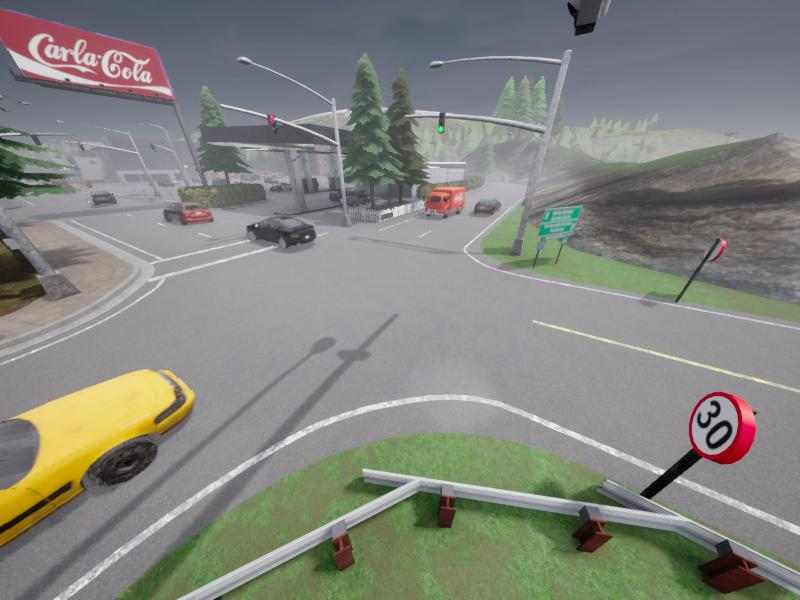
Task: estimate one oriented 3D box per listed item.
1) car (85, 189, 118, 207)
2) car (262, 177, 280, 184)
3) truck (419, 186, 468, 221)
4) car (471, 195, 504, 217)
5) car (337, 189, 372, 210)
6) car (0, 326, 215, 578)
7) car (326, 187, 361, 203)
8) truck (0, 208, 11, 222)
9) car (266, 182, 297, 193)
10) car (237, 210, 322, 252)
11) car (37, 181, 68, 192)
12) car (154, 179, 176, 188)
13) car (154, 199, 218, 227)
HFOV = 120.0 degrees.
[{"bbox_3d":[-37.435,-12.869,29.050,4.514,1.525,2.007,25,38,36],"label":"car"},{"bbox_3d":[-35.476,-32.774,63.464,4.514,1.523,2.007,16,34,26],"label":"car"},{"bbox_3d":[4.437,-9.731,22.981,2.627,2.467,5.204,19,35,29],"label":"truck"},{"bbox_3d":[9.417,-10.126,24.658,2.163,1.488,4.792,17,34,26],"label":"car"},{"bbox_3d":[-5.367,-12.080,27.650,1.905,1.878,3.866,16,34,26],"label":"car"},{"bbox_3d":[-5.774,2.583,2.542,1.801,1.575,5.366,17,34,26],"label":"car"},{"bbox_3d":[-8.082,-15.233,33.445,2.242,1.667,4.611,16,34,26],"label":"car"},{"bbox_3d":[-38.030,-7.035,18.678,2.390,2.098,6.274,16,34,26],"label":"truck"},{"bbox_3d":[-23.524,-22.541,46.109,2.038,1.542,4.974,16,34,26],"label":"car"},{"bbox_3d":[-7.464,-4.379,14.276,5.008,1.535,1.882,16,34,26],"label":"car"},{"bbox_3d":[-66.476,-21.721,44.165,4.611,1.667,2.242,16,34,26],"label":"car"},{"bbox_3d":[-54.495,-27.084,53.607,4.514,1.523,2.007,16,34,26],"label":"car"},{"bbox_3d":[-18.362,-7.600,19.872,4.611,1.667,2.242,16,32,26],"label":"car"}]
